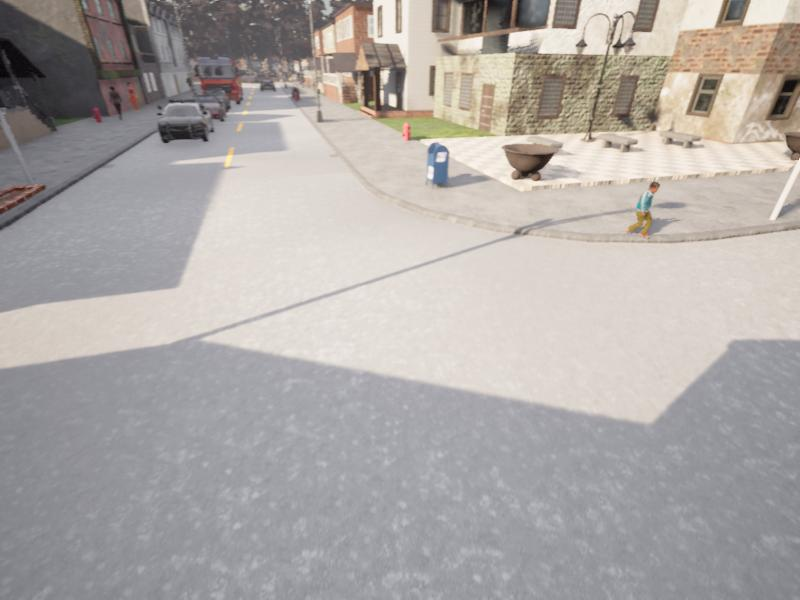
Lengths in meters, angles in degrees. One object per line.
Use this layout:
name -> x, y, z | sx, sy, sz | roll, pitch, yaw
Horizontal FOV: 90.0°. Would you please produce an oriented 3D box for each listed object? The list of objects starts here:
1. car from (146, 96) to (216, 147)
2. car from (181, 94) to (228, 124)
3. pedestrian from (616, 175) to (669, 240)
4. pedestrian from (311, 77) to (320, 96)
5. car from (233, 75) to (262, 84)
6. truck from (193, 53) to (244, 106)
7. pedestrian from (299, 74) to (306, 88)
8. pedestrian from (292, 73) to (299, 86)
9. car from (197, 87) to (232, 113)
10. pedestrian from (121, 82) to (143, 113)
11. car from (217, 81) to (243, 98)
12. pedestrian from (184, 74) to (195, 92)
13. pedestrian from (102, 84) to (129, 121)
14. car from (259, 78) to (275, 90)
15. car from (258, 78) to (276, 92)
car -> -10.102, -8.548, 18.881 | 1.930, 1.638, 5.238 | -9, 32, -16
car -> -12.189, -12.113, 25.225 | 1.994, 1.385, 4.181 | -8, 31, -14
pedestrian -> 4.781, -1.832, 7.917 | 0.500, 1.100, 0.500 | 27, 39, 37
pedestrian -> -9.442, -23.806, 44.581 | 0.751, 1.860, 0.751 | -9, 32, -16
car -> -29.067, -42.014, 76.152 | 5.357, 1.411, 2.033 | 17, 34, 26
truck -> -16.304, -20.222, 36.613 | 2.891, 3.827, 8.468 | -8, 31, -15
pedestrian -> -14.932, -33.603, 61.276 | 0.751, 1.860, 0.751 | -7, 31, -13
pedestrian -> -17.412, -36.897, 66.861 | 0.751, 1.860, 0.751 | -18, 35, -29
car -> -13.879, -15.101, 30.132 | 1.789, 1.549, 3.705 | -8, 31, -15
pedestrian -> -18.350, -13.917, 27.458 | 0.751, 1.860, 0.751 | -14, 33, -24
car -> -18.799, -23.444, 44.416 | 2.163, 1.488, 4.792 | -8, 31, -15
pedestrian -> -25.606, -26.365, 48.667 | 0.751, 1.860, 0.751 | -7, 31, -14
pedestrian -> -16.812, -11.688, 23.666 | 0.751, 1.860, 0.751 | -13, 33, -22
car -> -19.860, -32.257, 59.620 | 1.994, 1.385, 4.181 | -8, 31, -15
car -> -18.067, -29.288, 54.402 | 2.038, 1.542, 4.974 | -8, 31, -15
